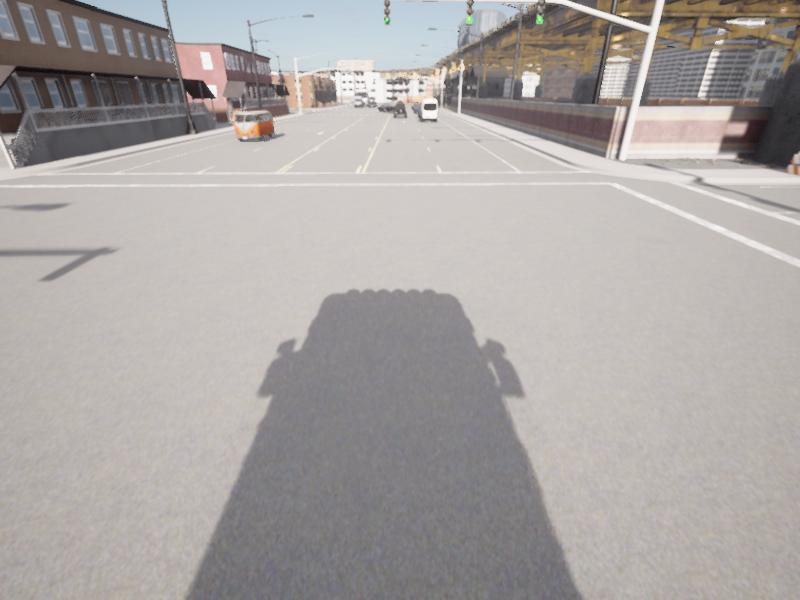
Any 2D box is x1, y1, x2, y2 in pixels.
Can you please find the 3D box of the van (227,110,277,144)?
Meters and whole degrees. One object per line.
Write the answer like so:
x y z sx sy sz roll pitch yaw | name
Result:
-10.469 -12.498 28.752 1.775 1.987 4.442 0 27 0 | van

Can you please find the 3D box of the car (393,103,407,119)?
0.055 -26.911 56.906 1.905 1.878 3.866 0 27 0 | car

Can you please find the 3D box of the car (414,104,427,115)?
3.565 -33.739 70.799 2.152 1.651 5.027 0 27 0 | car

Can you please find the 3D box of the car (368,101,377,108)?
-6.910 -49.067 100.394 1.851 1.617 3.988 0 27 0 | car

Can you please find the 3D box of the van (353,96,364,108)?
-10.412 -49.955 100.967 1.988 2.561 5.915 0 27 0 | van

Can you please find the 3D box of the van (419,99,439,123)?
3.552 -23.590 49.743 1.988 2.561 5.915 0 27 0 | van

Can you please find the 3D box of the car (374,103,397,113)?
-2.629 -35.367 73.629 1.930 1.638 5.238 -15 31 -27 | car
